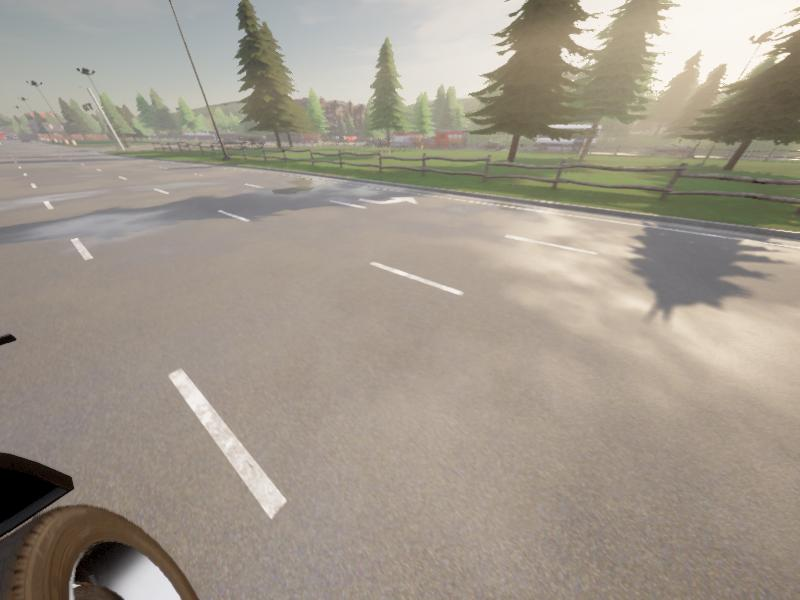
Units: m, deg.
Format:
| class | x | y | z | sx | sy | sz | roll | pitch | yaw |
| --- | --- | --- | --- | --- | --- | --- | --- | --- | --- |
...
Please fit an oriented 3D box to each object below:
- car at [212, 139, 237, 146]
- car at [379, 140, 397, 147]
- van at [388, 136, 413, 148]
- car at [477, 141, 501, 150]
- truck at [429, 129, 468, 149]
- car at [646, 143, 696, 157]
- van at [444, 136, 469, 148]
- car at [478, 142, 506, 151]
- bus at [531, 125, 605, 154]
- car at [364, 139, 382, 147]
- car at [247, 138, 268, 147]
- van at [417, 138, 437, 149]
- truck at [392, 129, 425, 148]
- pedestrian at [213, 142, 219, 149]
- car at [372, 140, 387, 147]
| class | x | y | z | sx | sy | sz | roll | pitch | yaw |
| --- | --- | --- | --- | --- | --- | --- | --- | --- | --- |
| car | -48.449 | -43.627 | 63.966 | 1.837 | 1.490 | 4.892 | 23 | 41 | 28 |
| car | -3.500 | -46.903 | 69.144 | 5.027 | 1.651 | 2.152 | 22 | 41 | 28 |
| van | 0.067 | -40.929 | 59.795 | 6.366 | 2.431 | 2.351 | 22 | 41 | 28 |
| car | 20.447 | -35.598 | 53.222 | 4.514 | 1.525 | 2.007 | -2 | 35 | -2 |
| truck | 11.736 | -39.170 | 56.203 | 8.468 | 3.827 | 2.891 | 22 | 41 | 28 |
| car | 44.087 | -24.610 | 37.792 | 5.027 | 1.651 | 2.152 | 27 | 43 | 32 |
| van | 15.027 | -42.245 | 61.673 | 5.915 | 2.561 | 1.988 | 22 | 41 | 28 |
| car | 19.445 | -32.566 | 48.945 | 4.892 | 1.490 | 1.837 | 23 | 41 | 28 |
| bus | 31.922 | -30.939 | 44.379 | 10.273 | 4.253 | 3.944 | 23 | 41 | 27 |
| car | -7.567 | -43.746 | 64.400 | 4.856 | 1.649 | 2.033 | 22 | 41 | 28 |
| car | -37.254 | -41.349 | 60.526 | 1.905 | 1.878 | 3.866 | 23 | 41 | 28 |
| van | 6.600 | -38.056 | 56.172 | 4.442 | 1.987 | 1.775 | 22 | 41 | 28 |
| truck | 2.101 | -43.137 | 61.732 | 8.468 | 3.827 | 2.891 | 22 | 41 | 28 |
| pedestrian | -36.349 | -30.551 | 45.594 | 0.500 | 1.100 | 0.500 | 25 | 42 | 31 |
| car | -5.839 | -45.468 | 66.939 | 3.988 | 1.617 | 1.851 | 22 | 41 | 28 |
